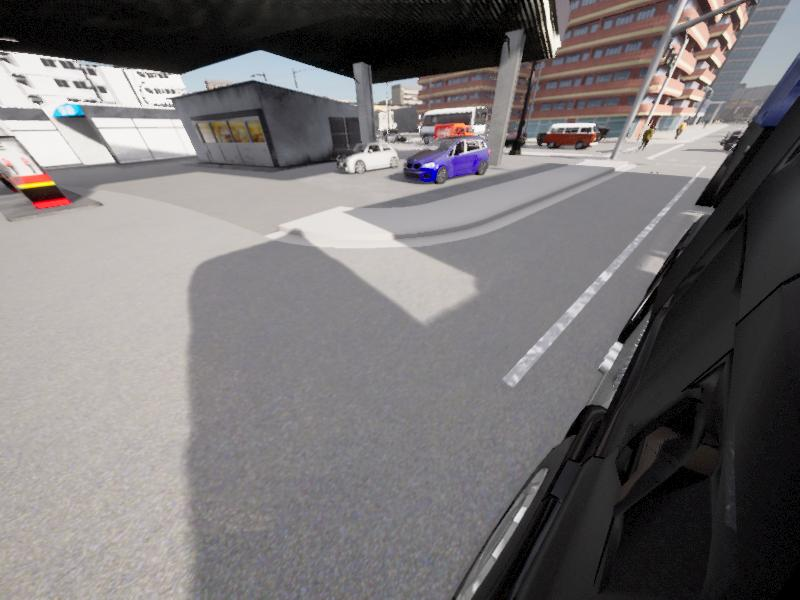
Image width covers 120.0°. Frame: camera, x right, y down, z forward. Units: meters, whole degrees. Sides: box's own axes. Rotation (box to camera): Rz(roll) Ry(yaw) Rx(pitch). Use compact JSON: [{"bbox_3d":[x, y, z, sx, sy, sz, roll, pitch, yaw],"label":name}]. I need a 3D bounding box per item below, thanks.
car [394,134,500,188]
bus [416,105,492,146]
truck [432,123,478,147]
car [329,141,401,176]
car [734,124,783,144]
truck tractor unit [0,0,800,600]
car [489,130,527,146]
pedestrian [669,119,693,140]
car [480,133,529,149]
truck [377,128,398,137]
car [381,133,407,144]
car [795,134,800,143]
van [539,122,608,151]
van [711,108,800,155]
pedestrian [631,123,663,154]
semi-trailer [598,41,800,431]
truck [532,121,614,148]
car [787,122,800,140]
[{"bbox_3d":[2.246,-6.706,10.929,4.611,1.667,2.242,-27,43,-30],"label":"car"},{"bbox_3d":[7.425,-25.653,34.262,3.944,4.253,10.273,-28,44,-31],"label":"bus"},{"bbox_3d":[7.180,-22.075,30.937,2.627,2.467,5.204,-28,44,-31],"label":"truck"},{"bbox_3d":[-2.026,-8.800,14.242,3.806,1.475,1.970,-27,43,-30],"label":"car"},{"bbox_3d":[34.942,-16.187,22.497,4.181,1.385,1.994,-25,42,-28],"label":"car"},{"bbox_3d":[2.645,-0.295,0.351,6.516,4.208,3.053,-28,44,-30],"label":"truck tractor unit"},{"bbox_3d":[13.664,-20.596,29.400,1.845,1.501,3.633,-28,44,-31],"label":"car"},{"bbox_3d":[31.567,-19.161,25.973,0.751,1.860,0.751,1,37,4],"label":"pedestrian"},{"bbox_3d":[11.984,-18.437,26.769,1.895,1.301,4.718,-28,44,-31],"label":"car"},{"bbox_3d":[-3.966,-54.415,75.075,6.274,2.098,2.390,-28,44,-29],"label":"truck"},{"bbox_3d":[-1.122,-30.444,43.439,2.038,1.542,4.974,-29,44,-31],"label":"car"},{"bbox_3d":[38.053,-15.097,20.639,5.238,1.638,1.930,-28,44,-31],"label":"car"},{"bbox_3d":[16.477,-15.715,22.241,2.069,2.038,4.480,-29,44,-31],"label":"van"},{"bbox_3d":[26.592,-11.187,15.290,2.351,2.431,6.366,-14,38,-16],"label":"van"},{"bbox_3d":[18.871,-12.365,17.710,0.751,1.860,0.751,-18,39,-20],"label":"pedestrian"},{"bbox_3d":[8.702,-3.576,4.264,14.254,4.402,2.717,-28,44,-30],"label":"semi-trailer"},{"bbox_3d":[18.178,-17.669,24.740,2.390,2.098,6.274,-29,44,-32],"label":"truck"},{"bbox_3d":[43.407,-17.868,24.237,4.792,1.488,2.163,-28,44,-30],"label":"car"}]
